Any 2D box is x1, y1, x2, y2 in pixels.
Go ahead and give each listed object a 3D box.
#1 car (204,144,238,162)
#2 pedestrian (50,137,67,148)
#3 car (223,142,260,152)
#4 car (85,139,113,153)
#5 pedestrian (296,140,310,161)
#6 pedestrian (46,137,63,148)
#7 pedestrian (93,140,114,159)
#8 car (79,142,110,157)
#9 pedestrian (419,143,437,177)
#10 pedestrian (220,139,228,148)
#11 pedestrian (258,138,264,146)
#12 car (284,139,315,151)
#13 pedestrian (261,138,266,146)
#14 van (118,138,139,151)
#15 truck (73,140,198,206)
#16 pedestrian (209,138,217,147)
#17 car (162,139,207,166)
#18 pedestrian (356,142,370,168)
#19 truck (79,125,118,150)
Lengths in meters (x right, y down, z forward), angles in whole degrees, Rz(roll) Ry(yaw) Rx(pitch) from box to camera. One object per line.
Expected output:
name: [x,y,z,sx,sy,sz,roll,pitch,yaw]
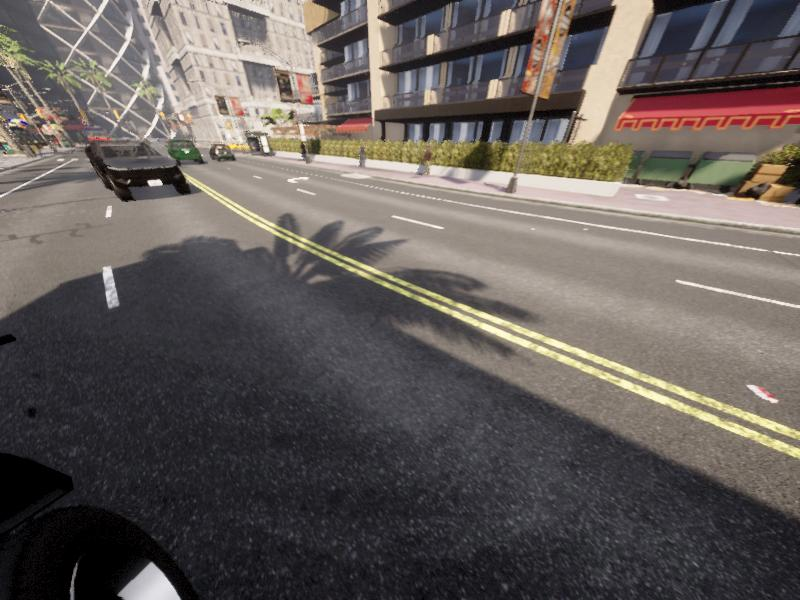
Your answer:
car: [-20.464,-16.849,26.394,1.851,1.617,3.988,-29,45,-35]
pedestrian: [-66.102,-30.489,44.731,0.751,1.860,0.751,-14,37,-20]
car: [-30.395,-29.470,44.385,5.366,1.575,1.801,-29,44,-35]
car: [-49.559,-25.496,38.191,2.097,1.767,4.553,-29,44,-35]
pedestrian: [-10.756,-16.583,25.628,0.751,1.860,0.751,-29,44,-35]
pedestrian: [-66.835,-30.452,44.667,0.751,1.860,0.751,-3,35,-6]
pedestrian: [-34.871,-17.722,27.168,0.751,1.860,0.751,-28,44,-34]
car: [-40.081,-19.810,30.393,1.789,1.549,3.705,-29,44,-35]
pedestrian: [1.824,-9.247,15.303,0.751,1.860,0.751,29,44,34]
pedestrian: [-43.457,-38.704,57.095,0.751,1.860,0.751,28,43,34]
pedestrian: [-39.217,-44.369,65.015,0.751,1.860,0.751,29,44,34]
car: [-22.164,-34.308,50.998,2.150,2.045,5.566,30,44,35]
pedestrian: [-39.062,-45.135,66.114,0.751,1.860,0.751,30,44,35]
van: [-52.580,-30.216,44.735,1.775,1.987,4.442,-29,45,-35]
truck: [-12.477,-6.214,10.846,6.274,2.098,2.390,25,41,30]
pedestrian: [-48.293,-40.770,59.724,0.751,1.860,0.751,24,41,30]
car: [-21.624,-14.833,23.104,2.150,2.045,5.566,-28,44,-34]
pedestrian: [-3.150,-12.300,19.604,0.751,1.860,0.751,30,44,35]
truck: [-58.797,-31.773,45.273,2.891,3.827,8.468,-29,44,-35]
